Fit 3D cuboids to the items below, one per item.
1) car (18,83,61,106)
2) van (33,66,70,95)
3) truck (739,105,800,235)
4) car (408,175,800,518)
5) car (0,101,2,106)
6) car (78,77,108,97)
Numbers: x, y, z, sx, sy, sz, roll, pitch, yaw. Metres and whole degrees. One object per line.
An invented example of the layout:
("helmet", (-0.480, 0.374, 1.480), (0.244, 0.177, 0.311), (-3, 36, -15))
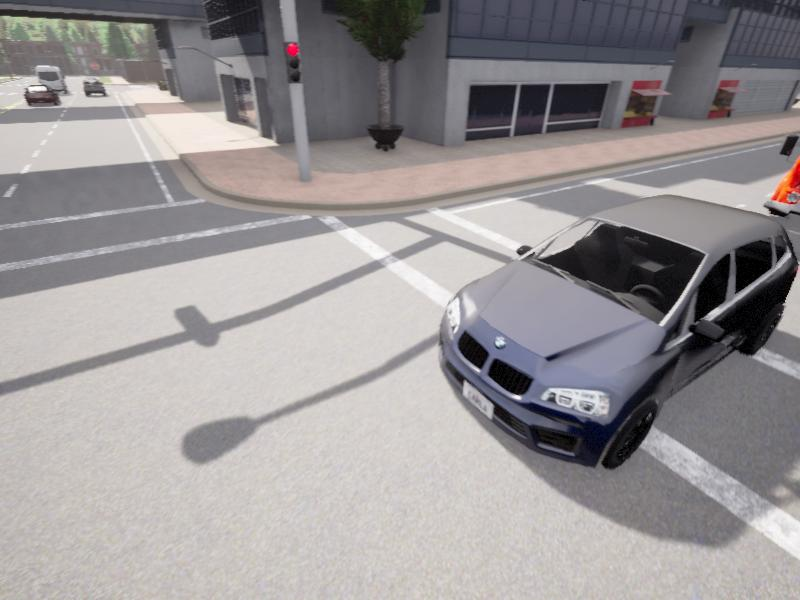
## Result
("car", (-29.119, -16.700, 32.478), (1.994, 1.385, 4.181), (-18, 35, -29))
("van", (-37.515, -23.769, 43.190), (1.988, 2.561, 5.915), (-18, 35, -29))
("truck", (11.051, -3.144, 9.283), (5.204, 2.467, 2.627), (-18, 35, -28))
("car", (2.650, -0.102, 4.641), (4.611, 1.667, 2.242), (-18, 35, -29))
("car", (-30.576, -14.607, 28.726), (1.837, 1.490, 4.892), (-17, 35, -28))
("car", (-31.321, -21.793, 40.904), (1.851, 1.617, 3.988), (-16, 34, -27))
